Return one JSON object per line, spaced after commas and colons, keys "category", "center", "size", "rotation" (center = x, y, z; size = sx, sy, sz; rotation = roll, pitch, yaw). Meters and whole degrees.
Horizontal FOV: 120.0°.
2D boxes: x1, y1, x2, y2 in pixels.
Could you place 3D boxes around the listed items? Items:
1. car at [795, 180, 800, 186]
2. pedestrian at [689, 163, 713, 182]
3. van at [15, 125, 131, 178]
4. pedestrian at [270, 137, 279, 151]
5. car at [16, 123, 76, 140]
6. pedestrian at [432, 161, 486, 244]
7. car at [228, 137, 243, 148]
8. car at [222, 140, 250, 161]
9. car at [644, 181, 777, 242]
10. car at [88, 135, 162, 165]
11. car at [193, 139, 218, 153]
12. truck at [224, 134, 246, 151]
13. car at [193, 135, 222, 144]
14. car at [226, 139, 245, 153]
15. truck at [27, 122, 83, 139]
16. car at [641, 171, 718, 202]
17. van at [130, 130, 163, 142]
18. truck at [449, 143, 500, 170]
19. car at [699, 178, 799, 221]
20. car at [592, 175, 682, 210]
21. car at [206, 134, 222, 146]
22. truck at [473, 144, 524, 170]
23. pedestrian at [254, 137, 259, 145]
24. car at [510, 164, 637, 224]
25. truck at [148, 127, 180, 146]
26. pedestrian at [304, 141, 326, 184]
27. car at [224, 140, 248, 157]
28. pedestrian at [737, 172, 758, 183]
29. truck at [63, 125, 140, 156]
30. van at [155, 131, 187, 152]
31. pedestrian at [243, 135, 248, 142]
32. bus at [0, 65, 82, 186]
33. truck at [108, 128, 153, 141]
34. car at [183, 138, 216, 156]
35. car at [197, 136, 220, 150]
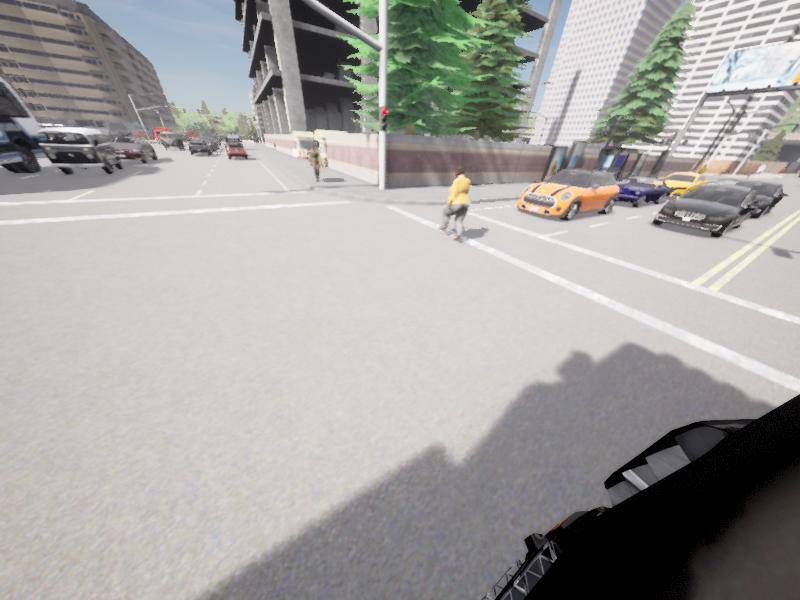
{"category": "car", "center": [56.394, -15.726, 30.567], "size": [1.801, 1.575, 5.366], "rotation": [21, 38, 25]}
{"category": "pedestrian", "center": [34.584, -14.642, 26.547], "size": [0.751, 1.860, 0.751], "rotation": [-13, 37, -23]}
{"category": "van", "center": [-17.129, -8.114, 12.557], "size": [2.069, 2.038, 4.480], "rotation": [-19, 40, -30]}
{"category": "pedestrian", "center": [-21.406, -26.609, 39.407], "size": [0.751, 1.860, 0.751], "rotation": [-16, 38, -26]}
{"category": "car", "center": [-57.162, -27.255, 37.447], "size": [4.605, 1.855, 1.932], "rotation": [-16, 38, -26]}
{"category": "pedestrian", "center": [1.489, -2.563, 6.123], "size": [0.751, 1.860, 0.751], "rotation": [-13, 37, -23]}
{"category": "car", "center": [-32.351, -30.909, 45.348], "size": [1.930, 1.638, 5.238], "rotation": [-16, 39, -26]}
{"category": "car", "center": [-17.141, -15.745, 24.234], "size": [1.851, 1.617, 3.988], "rotation": [-16, 39, -26]}
{"category": "car", "center": [12.076, -3.619, 8.973], "size": [4.892, 1.490, 1.837], "rotation": [-16, 39, -26]}
{"category": "car", "center": [-20.784, -11.625, 17.816], "size": [2.152, 1.651, 5.027], "rotation": [-16, 39, -26]}
{"category": "car", "center": [-26.774, -21.357, 31.933], "size": [1.994, 1.385, 4.181], "rotation": [-16, 39, -26]}
{"category": "truck", "center": [-27.785, -26.561, 38.894], "size": [2.390, 2.098, 6.274], "rotation": [-16, 39, -26]}
{"category": "car", "center": [-48.551, -40.496, 58.346], "size": [5.366, 1.575, 1.801], "rotation": [-16, 39, -26]}
{"category": "car", "center": [-23.884, -22.438, 33.612], "size": [1.789, 1.549, 3.705], "rotation": [-16, 39, -26]}
{"category": "truck", "center": [-58.663, -28.778, 39.403], "size": [4.478, 2.038, 2.069], "rotation": [-16, 38, -26]}
{"category": "car", "center": [19.369, -7.967, 15.986], "size": [5.008, 1.535, 1.882], "rotation": [-16, 38, -26]}
{"category": "van", "center": [-58.353, -37.869, 53.229], "size": [4.442, 1.987, 1.775], "rotation": [-16, 39, -26]}
{"category": "truck", "center": [8.915, -17.657, 28.316], "size": [2.615, 2.467, 5.204], "rotation": [-16, 38, -26]}
{"category": "car", "center": [18.315, -5.390, 12.122], "size": [4.892, 1.490, 1.837], "rotation": [-16, 38, -26]}
{"category": "car", "center": [13.363, -6.167, 13.029], "size": [4.718, 1.301, 1.895], "rotation": [-16, 38, -26]}
{"category": "car", "center": [-38.122, -32.990, 47.510], "size": [1.932, 1.855, 4.605], "rotation": [-16, 39, -26]}
{"category": "truck", "center": [12.643, -18.718, 30.203], "size": [2.615, 2.467, 5.204], "rotation": [-16, 38, -26]}
{"category": "pedestrian", "center": [-40.284, -44.623, 64.824], "size": [0.751, 1.860, 0.751], "rotation": [-13, 37, -23]}
{"category": "car", "center": [7.314, -4.654, 9.832], "size": [4.553, 1.767, 2.097], "rotation": [-16, 38, -26]}
{"category": "truck", "center": [-42.021, -29.274, 41.367], "size": [2.627, 2.467, 5.204], "rotation": [-16, 39, -26]}
{"category": "pedestrian", "center": [-4.452, -7.223, 12.160], "size": [0.751, 1.860, 0.751], "rotation": [-8, 36, -16]}
{"category": "car", "center": [-20.477, -19.030, 28.874], "size": [1.882, 1.535, 5.008], "rotation": [-16, 39, -26]}
{"category": "pedestrian", "center": [47.270, -16.691, 31.428], "size": [0.751, 1.300, 0.751], "rotation": [-2, 34, -8]}
{"category": "truck", "center": [-28.133, -15.279, 22.171], "size": [2.390, 2.098, 6.274], "rotation": [-16, 39, -26]}
{"category": "van", "center": [-29.782, -20.747, 30.225], "size": [1.775, 1.987, 4.442], "rotation": [-16, 38, -26]}
{"category": "pedestrian", "center": [-50.254, -52.387, 75.094], "size": [0.751, 1.860, 0.751], "rotation": [8, 34, 7]}
{"category": "bus", "center": [-18.611, -6.870, 8.605], "size": [3.944, 4.253, 10.273], "rotation": [-16, 39, -26]}
{"category": "truck", "center": [-62.978, -38.858, 54.196], "size": [6.274, 2.098, 2.390], "rotation": [-16, 39, -26]}
{"category": "car", "center": [-23.066, -17.723, 26.745], "size": [2.128, 1.511, 4.902], "rotation": [-16, 39, -26]}
{"category": "car", "center": [-30.413, -25.091, 36.922], "size": [2.152, 1.651, 5.027], "rotation": [-16, 39, -26]}
